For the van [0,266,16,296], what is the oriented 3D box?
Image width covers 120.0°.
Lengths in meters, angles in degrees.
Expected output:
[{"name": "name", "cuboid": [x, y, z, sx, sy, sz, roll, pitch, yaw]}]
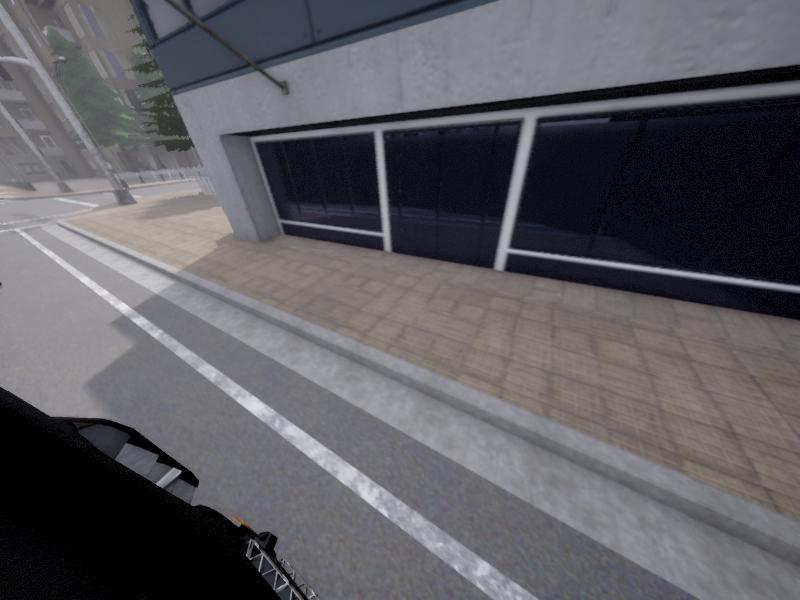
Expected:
[{"name": "van", "cuboid": [-10.469, -1.103, 4.630, 4.442, 1.987, 1.775, 16, 38, 26]}]
